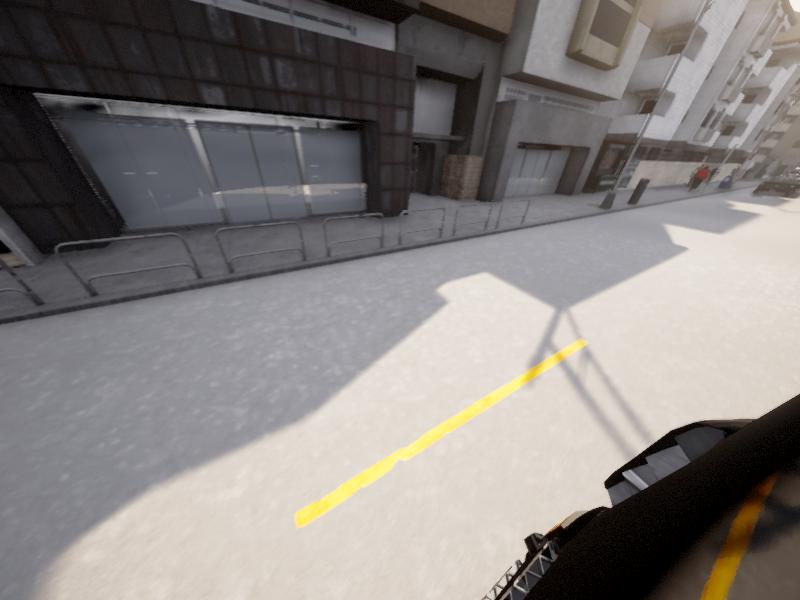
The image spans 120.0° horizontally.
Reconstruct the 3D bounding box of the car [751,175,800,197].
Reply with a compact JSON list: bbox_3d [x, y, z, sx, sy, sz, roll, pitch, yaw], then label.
[{"bbox_3d":[32.913,-9.913,20.004,4.718,1.301,1.895,-16,38,-26],"label":"car"}]

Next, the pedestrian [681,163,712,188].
[{"bbox_3d":[25.890,-10.858,20.205,0.751,1.860,0.751,-16,38,-26],"label":"pedestrian"}]

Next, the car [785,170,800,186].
[{"bbox_3d":[52.536,-15.702,29.750,4.611,1.667,2.242,-16,38,-26],"label":"car"}]

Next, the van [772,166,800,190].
[{"bbox_3d":[43.543,-13.277,25.140,4.480,2.038,2.069,-16,38,-26],"label":"van"}]

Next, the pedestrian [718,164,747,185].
[{"bbox_3d":[35.269,-13.286,24.513,0.751,1.860,0.751,-9,35,-17],"label":"pedestrian"}]

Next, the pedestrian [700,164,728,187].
[{"bbox_3d":[30.181,-12.005,22.231,0.751,1.860,0.751,-19,39,-29],"label":"pedestrian"}]

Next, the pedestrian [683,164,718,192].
[{"bbox_3d":[23.186,-9.420,17.849,0.751,1.860,0.751,-17,38,-27],"label":"pedestrian"}]
